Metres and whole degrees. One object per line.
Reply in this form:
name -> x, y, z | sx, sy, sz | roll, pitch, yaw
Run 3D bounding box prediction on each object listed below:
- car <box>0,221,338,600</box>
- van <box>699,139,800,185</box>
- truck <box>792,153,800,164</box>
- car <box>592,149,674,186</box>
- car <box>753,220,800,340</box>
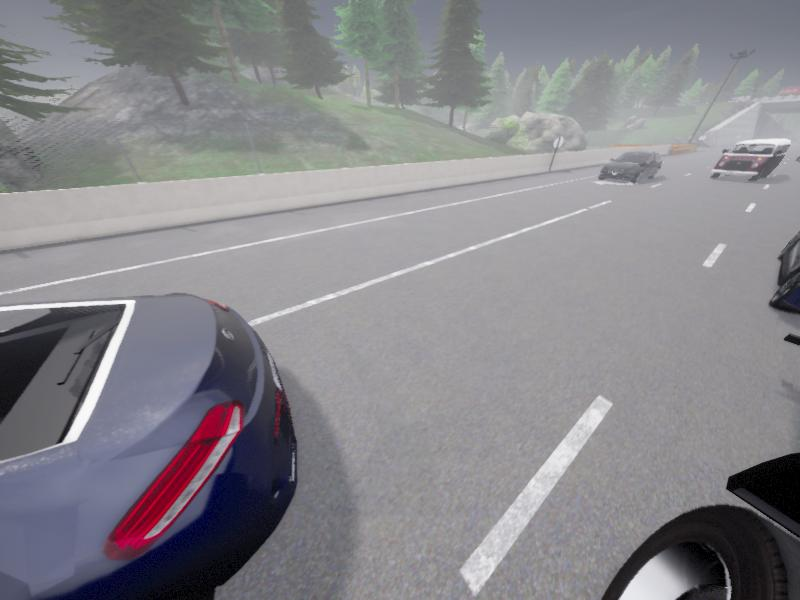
car -> -3.118, 1.292, 0.695 | 5.027, 1.651, 2.152 | -22, 41, -28
van -> 20.735, -8.268, 13.657 | 4.480, 2.038, 2.069 | -18, 39, -23
truck -> 40.006, -14.182, 21.484 | 5.204, 2.467, 2.627 | -22, 41, -28
car -> 14.013, -8.065, 13.901 | 4.892, 1.490, 1.837 | -22, 40, -27
car -> 7.717, -0.659, 3.354 | 4.856, 1.649, 2.033 | -22, 41, -28
